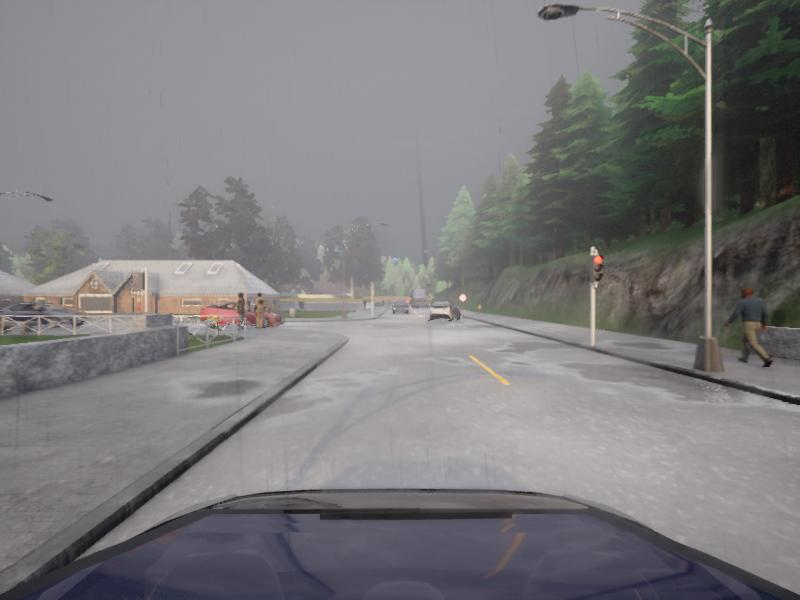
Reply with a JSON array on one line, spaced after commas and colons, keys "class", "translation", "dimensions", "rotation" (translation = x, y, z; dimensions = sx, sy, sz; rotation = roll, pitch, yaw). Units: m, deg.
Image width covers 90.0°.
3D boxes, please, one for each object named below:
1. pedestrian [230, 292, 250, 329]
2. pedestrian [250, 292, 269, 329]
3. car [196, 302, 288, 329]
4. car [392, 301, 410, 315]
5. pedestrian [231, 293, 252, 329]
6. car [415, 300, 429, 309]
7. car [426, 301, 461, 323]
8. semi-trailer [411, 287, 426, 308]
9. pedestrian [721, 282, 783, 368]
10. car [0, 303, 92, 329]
[{"class": "pedestrian", "translation": [-8.149, 0.546, 20.411], "dimensions": [0.751, 1.860, 0.751], "rotation": [0, 0, -3]}, {"class": "pedestrian", "translation": [-7.270, 0.546, 20.694], "dimensions": [0.751, 1.860, 0.751], "rotation": [0, 0, -32]}, {"class": "car", "translation": [-9.023, 0.862, 23.087], "dimensions": [4.514, 1.525, 2.007], "rotation": [0, 0, 0]}, {"class": "car", "translation": [0.095, 0.892, 46.634], "dimensions": [2.038, 1.542, 4.974], "rotation": [0, 0, 0]}, {"class": "pedestrian", "translation": [-8.310, 0.555, 21.007], "dimensions": [0.751, 1.860, 0.751], "rotation": [0, 0, 38]}, {"class": "car", "translation": [4.149, 0.863, 76.051], "dimensions": [2.242, 1.667, 4.611], "rotation": [0, 0, 0]}, {"class": "car", "translation": [3.489, 0.873, 31.368], "dimensions": [2.007, 1.525, 4.514], "rotation": [0, 0, 16]}, {"class": "semi-trailer", "translation": [4.180, -0.486, 92.668], "dimensions": [2.717, 4.402, 14.254], "rotation": [0, 0, 0]}, {"class": "pedestrian", "translation": [7.974, 0.547, 9.085], "dimensions": [0.751, 1.860, 0.751], "rotation": [0, 0, 1]}, {"class": "car", "translation": [-20.547, 0.888, 23.071], "dimensions": [4.193, 1.474, 1.816], "rotation": [0, 0, 0]}]
